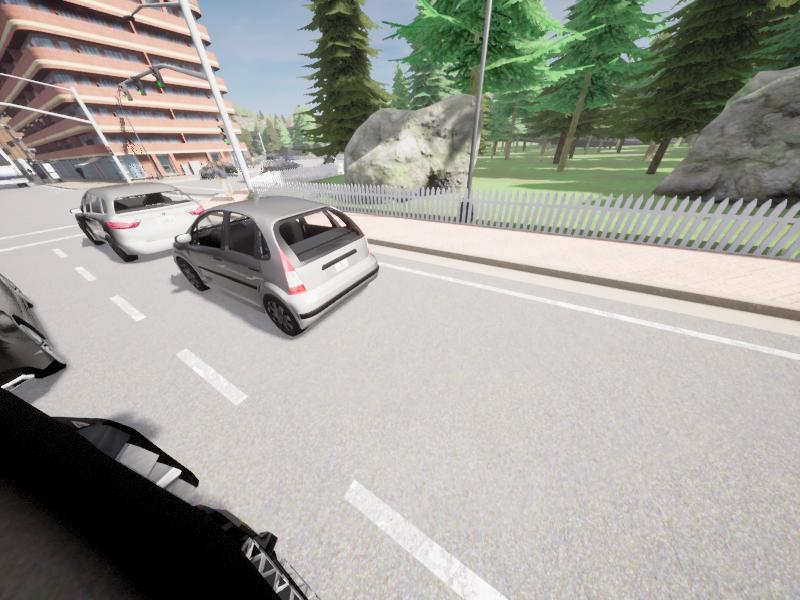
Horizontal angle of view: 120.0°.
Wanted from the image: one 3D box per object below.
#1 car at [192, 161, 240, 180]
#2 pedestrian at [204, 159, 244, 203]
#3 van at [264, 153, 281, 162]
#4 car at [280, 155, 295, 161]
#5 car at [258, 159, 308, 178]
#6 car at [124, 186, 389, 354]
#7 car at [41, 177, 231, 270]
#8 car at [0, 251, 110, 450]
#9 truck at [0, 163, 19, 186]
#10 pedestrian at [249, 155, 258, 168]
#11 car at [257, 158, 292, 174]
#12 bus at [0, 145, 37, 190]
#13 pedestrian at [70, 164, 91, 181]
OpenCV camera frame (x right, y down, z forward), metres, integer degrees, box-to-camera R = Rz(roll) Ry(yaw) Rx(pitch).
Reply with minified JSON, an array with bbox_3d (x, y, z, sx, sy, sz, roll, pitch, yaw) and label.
[{"bbox_3d":[-20.581,-14.638,26.081,1.789,1.549,3.705,7,35,14],"label":"car"},{"bbox_3d":[-8.825,-5.989,11.648,0.751,1.860,0.751,19,39,29],"label":"pedestrian"},{"bbox_3d":[-37.547,-41.796,67.903,4.442,1.987,1.775,17,38,27],"label":"van"},{"bbox_3d":[-33.878,-42.753,69.516,4.193,1.474,1.816,17,38,27],"label":"car"},{"bbox_3d":[-13.074,-15.020,26.221,2.033,1.411,5.357,6,35,13],"label":"car"},{"bbox_3d":[-2.422,-0.930,4.082,3.988,1.617,1.851,16,38,27],"label":"car"},{"bbox_3d":[-7.775,-2.549,6.878,4.611,1.667,2.242,17,38,27],"label":"car"},{"bbox_3d":[-6.015,0.306,2.586,4.902,1.511,2.128,16,38,27],"label":"car"},{"bbox_3d":[-60.299,-18.908,33.627,8.468,3.827,2.891,16,38,27],"label":"truck"},{"bbox_3d":[-24.535,-23.200,38.685,0.751,1.860,0.751,-21,38,-25],"label":"pedestrian"},{"bbox_3d":[-15.976,-17.216,29.677,1.970,1.475,3.806,3,34,8],"label":"car"},{"bbox_3d":[-49.466,-15.803,27.736,10.273,4.253,3.944,16,38,27],"label":"bus"},{"bbox_3d":[-43.643,-17.422,31.563,0.751,1.860,0.751,16,38,26],"label":"pedestrian"}]
